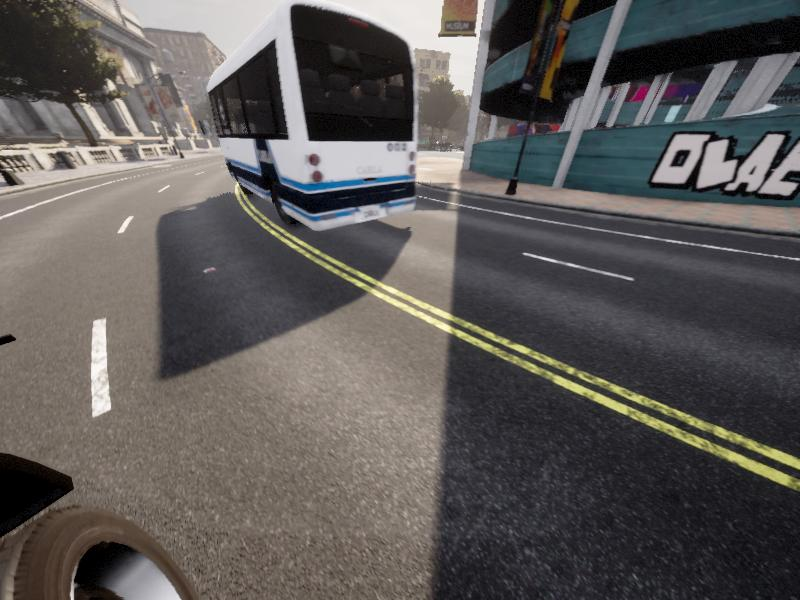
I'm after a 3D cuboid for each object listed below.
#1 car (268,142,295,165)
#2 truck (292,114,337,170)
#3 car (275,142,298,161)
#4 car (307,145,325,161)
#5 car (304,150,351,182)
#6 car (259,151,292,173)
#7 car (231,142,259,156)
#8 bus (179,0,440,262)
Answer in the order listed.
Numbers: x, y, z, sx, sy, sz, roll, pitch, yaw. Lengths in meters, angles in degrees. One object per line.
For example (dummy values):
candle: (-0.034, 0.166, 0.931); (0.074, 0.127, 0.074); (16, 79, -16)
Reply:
car: (-12.683, -15.855, 24.961); (1.905, 1.878, 3.866); (-10, 36, -15)
truck: (-8.373, -15.406, 22.691); (2.891, 3.827, 8.468); (-10, 36, -15)
car: (-14.433, -19.073, 29.566); (1.905, 1.878, 3.866); (-10, 36, -15)
car: (-11.126, -19.553, 30.584); (1.801, 1.575, 5.366); (-9, 36, -14)
car: (-5.336, -9.818, 16.705); (2.038, 1.542, 4.974); (-15, 38, -22)
car: (-10.735, -12.169, 20.207); (1.895, 1.301, 4.718); (-11, 36, -16)
car: (-24.092, -23.564, 36.065); (2.242, 1.667, 4.611); (-9, 36, -13)
bus: (-4.000, -5.601, 8.275); (3.944, 4.253, 10.273); (-25, 43, -32)
